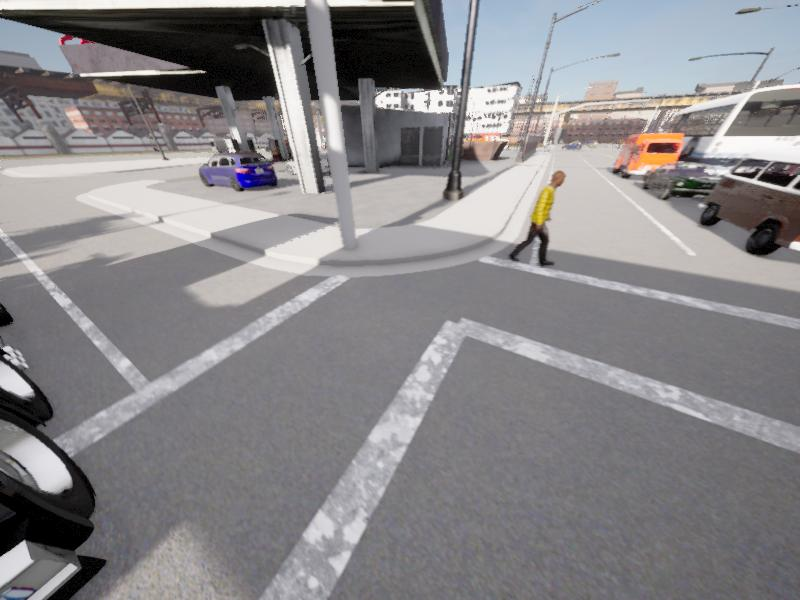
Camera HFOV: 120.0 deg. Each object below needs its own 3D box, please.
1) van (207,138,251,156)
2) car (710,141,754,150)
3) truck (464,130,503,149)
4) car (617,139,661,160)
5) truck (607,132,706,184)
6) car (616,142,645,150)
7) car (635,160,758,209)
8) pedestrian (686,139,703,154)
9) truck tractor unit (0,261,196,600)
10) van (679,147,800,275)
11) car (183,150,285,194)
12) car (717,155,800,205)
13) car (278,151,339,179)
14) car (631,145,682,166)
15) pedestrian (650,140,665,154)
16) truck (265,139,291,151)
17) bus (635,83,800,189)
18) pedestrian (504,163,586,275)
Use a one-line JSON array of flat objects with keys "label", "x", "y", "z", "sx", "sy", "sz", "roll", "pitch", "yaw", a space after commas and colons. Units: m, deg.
[{"label": "van", "x": -31.864, "y": -28.726, "z": 43.294, "sx": 1.988, "sy": 2.561, "sz": 5.915, "roll": 19, "pitch": 39, "yaw": 26}, {"label": "car", "x": 62.375, "y": -29.096, "z": 43.544, "sx": 4.181, "sy": 1.385, "sz": 1.994, "roll": 18, "pitch": 39, "yaw": 25}, {"label": "truck", "x": 21.507, "y": -41.540, "z": 59.965, "sx": 8.468, "sy": 3.827, "sz": 2.891, "roll": 17, "pitch": 38, "yaw": 23}, {"label": "car", "x": 30.137, "y": -19.193, "z": 29.398, "sx": 2.150, "sy": 2.045, "sz": 5.566, "roll": 16, "pitch": 38, "yaw": 22}, {"label": "truck", "x": 16.496, "y": -9.622, "z": 15.453, "sx": 2.627, "sy": 2.467, "sz": 5.204, "roll": 18, "pitch": 39, "yaw": 24}, {"label": "car", "x": 49.949, "y": -33.402, "z": 50.100, "sx": 1.970, "sy": 1.475, "sz": 3.806, "roll": -25, "pitch": 42, "yaw": -31}, {"label": "car", "x": 12.938, "y": -5.474, "z": 10.571, "sx": 1.895, "sy": 1.301, "sz": 4.718, "roll": 17, "pitch": 39, "yaw": 24}, {"label": "pedestrian", "x": 44.466, "y": -23.125, "z": 34.908, "sx": 0.751, "sy": 1.860, "sz": 0.751, "roll": 18, "pitch": 39, "yaw": 24}, {"label": "truck tractor unit", "x": -5.105, "y": -0.306, "z": 0.793, "sx": 6.516, "sy": 4.208, "sz": 3.053, "roll": 19, "pitch": 39, "yaw": 24}, {"label": "van", "x": 9.522, "y": -2.315, "z": 5.428, "sx": 2.069, "sy": 2.038, "sz": 4.480, "roll": 17, "pitch": 39, "yaw": 23}, {"label": "car", "x": -8.907, "y": -7.020, "z": 12.489, "sx": 4.611, "sy": 1.667, "sz": 2.242, "roll": 18, "pitch": 39, "yaw": 25}, {"label": "car", "x": 16.708, "y": -5.343, "z": 10.139, "sx": 1.845, "sy": 1.501, "sz": 3.633, "roll": 17, "pitch": 39, "yaw": 24}, {"label": "car", "x": -6.684, "y": -9.962, "z": 16.963, "sx": 3.806, "sy": 1.475, "sz": 1.970, "roll": 18, "pitch": 39, "yaw": 25}, {"label": "car", "x": 26.235, "y": -15.015, "z": 23.900, "sx": 2.038, "sy": 1.542, "sz": 4.974, "roll": 17, "pitch": 38, "yaw": 23}, {"label": "pedestrian", "x": 39.919, "y": -23.733, "z": 35.872, "sx": 0.751, "sy": 1.860, "sz": 0.751, "roll": 22, "pitch": 40, "yaw": 28}, {"label": "truck", "x": -32.015, "y": -40.885, "z": 60.789, "sx": 5.204, "sy": 2.467, "sz": 2.627, "roll": -25, "pitch": 42, "yaw": -31}, {"label": "bus", "x": 20.616, "y": -10.670, "z": 15.355, "sx": 3.944, "sy": 4.253, "sz": 10.273, "roll": 18, "pitch": 39, "yaw": 24}, {"label": "pedestrian", "x": 2.741, "y": -1.558, "z": 4.531, "sx": 0.751, "sy": 1.860, "sz": 0.751, "roll": 18, "pitch": 39, "yaw": 24}]
